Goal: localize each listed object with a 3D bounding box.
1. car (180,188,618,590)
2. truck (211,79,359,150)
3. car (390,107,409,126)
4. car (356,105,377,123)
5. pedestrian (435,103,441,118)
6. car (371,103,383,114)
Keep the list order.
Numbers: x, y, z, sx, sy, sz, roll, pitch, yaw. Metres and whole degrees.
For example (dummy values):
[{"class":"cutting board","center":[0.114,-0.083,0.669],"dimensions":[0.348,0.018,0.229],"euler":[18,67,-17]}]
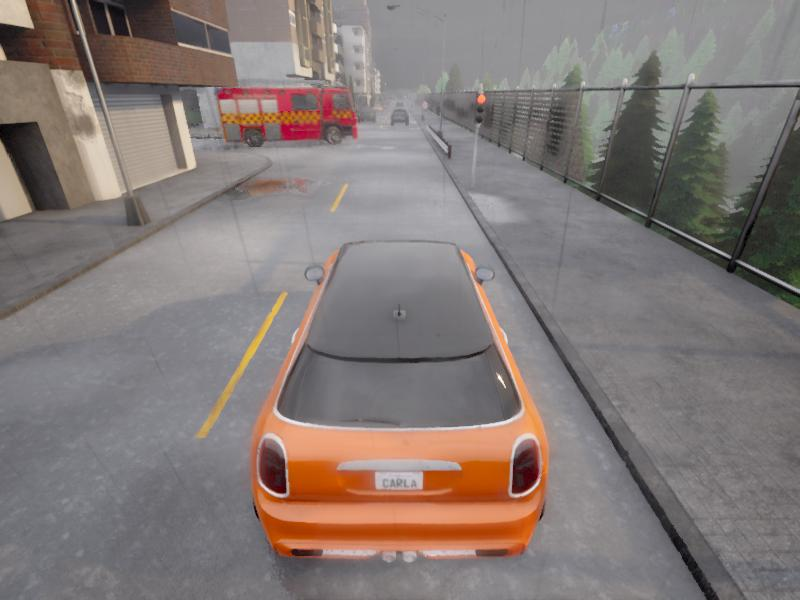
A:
[{"class":"car","center":[-0.003,0.152,4.346],"dimensions":[2.097,1.767,4.553],"euler":[0,27,0]},{"class":"truck","center":[-7.234,-12.191,26.125],"dimensions":[8.468,3.827,2.891],"euler":[-8,29,-16]},{"class":"car","center":[-0.033,-20.778,45.229],"dimensions":[2.033,1.649,4.856],"euler":[0,28,0]},{"class":"car","center":[-4.003,-22.536,48.463],"dimensions":[2.097,1.767,4.553],"euler":[0,27,0]},{"class":"pedestrian","center":[5.129,-25.639,54.142],"dimensions":[0.751,1.860,0.751],"euler":[-1,27,-1]},{"class":"car","center":[-4.011,-33.677,70.359],"dimensions":[1.801,1.575,5.366],"euler":[0,27,0]}]
